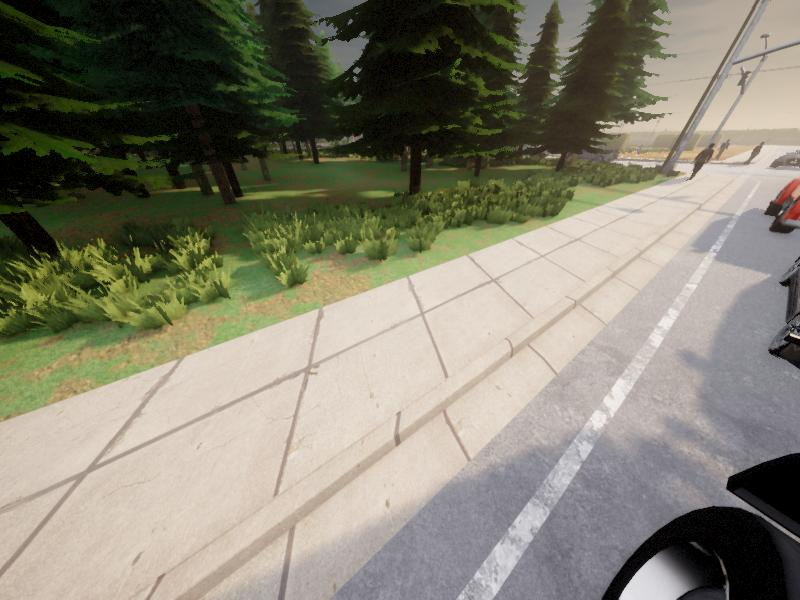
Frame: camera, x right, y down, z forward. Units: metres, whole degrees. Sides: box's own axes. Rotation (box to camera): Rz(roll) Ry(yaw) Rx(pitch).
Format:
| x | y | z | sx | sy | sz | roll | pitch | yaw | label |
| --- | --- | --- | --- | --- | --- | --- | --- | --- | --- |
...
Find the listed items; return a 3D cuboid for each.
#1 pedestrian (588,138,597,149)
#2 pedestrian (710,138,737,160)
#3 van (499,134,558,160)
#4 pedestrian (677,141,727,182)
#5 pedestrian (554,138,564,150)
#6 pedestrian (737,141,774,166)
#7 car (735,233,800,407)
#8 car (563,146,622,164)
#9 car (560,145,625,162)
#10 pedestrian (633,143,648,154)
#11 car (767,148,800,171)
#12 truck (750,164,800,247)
| x | y | z | sx | sy | sz | roll | pitch | yaw | label |
| --- | --- | --- | --- | --- | --- | --- | --- | --- | --- |
| 39.587 | -32.256 | 47.508 | 0.751 | 1.860 | 0.751 | 26 | 43 | 32 | pedestrian |
| 33.567 | -15.653 | 23.995 | 0.751 | 1.860 | 0.751 | 22 | 41 | 28 | pedestrian |
| 15.933 | -19.414 | 29.208 | 1.988 | 2.561 | 5.915 | -22 | 41 | -28 | van |
| 16.404 | -7.543 | 12.591 | 0.751 | 1.860 | 0.751 | -19 | 39 | -25 | pedestrian |
| 30.506 | -29.998 | 44.364 | 0.751 | 1.860 | 0.751 | -24 | 41 | -29 | pedestrian |
| 32.038 | -13.259 | 20.882 | 0.751 | 1.860 | 0.751 | 8 | 36 | 12 | pedestrian |
| 6.440 | -0.039 | 2.633 | 4.902 | 1.511 | 2.128 | -22 | 41 | -28 | car |
| 20.228 | -15.418 | 24.523 | 1.994 | 1.385 | 4.181 | -22 | 41 | -28 | car |
| 22.369 | -17.254 | 27.093 | 2.033 | 1.411 | 5.357 | -23 | 41 | -29 | car |
| 34.561 | -21.824 | 33.228 | 0.751 | 1.300 | 0.751 | 8 | 36 | 12 | pedestrian |
| 33.141 | -11.599 | 18.982 | 4.181 | 1.385 | 1.994 | -15 | 38 | -20 | car |
| 12.421 | -3.016 | 5.948 | 5.204 | 2.467 | 2.627 | -24 | 41 | -28 | truck |
